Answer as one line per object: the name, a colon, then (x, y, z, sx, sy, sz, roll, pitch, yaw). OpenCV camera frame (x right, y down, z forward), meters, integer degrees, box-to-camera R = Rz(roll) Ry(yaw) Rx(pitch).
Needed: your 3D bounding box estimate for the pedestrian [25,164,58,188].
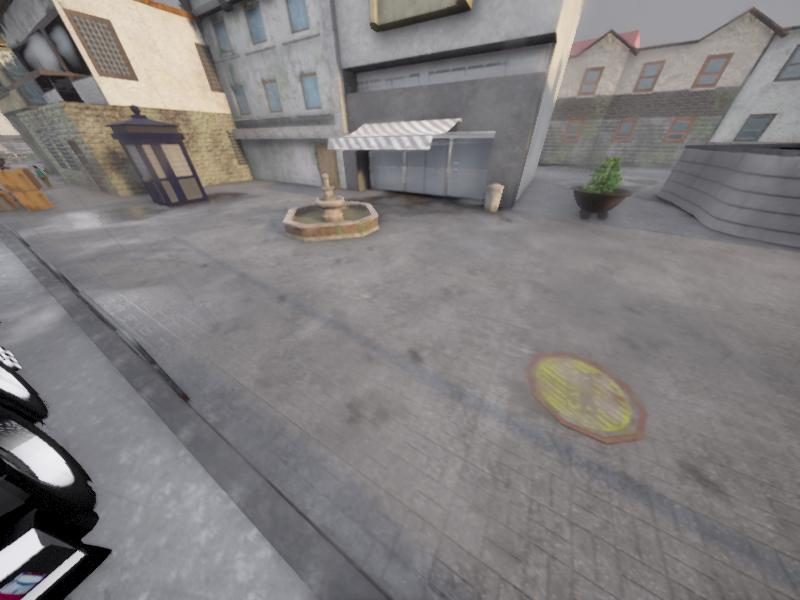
pedestrian: (-20.059, -6.933, 12.941, 0.500, 1.100, 0.500, 25, 42, 32)

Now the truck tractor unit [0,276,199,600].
truck tractor unit: (-5.129, -0.283, 0.750, 6.516, 4.208, 3.053, 18, 39, 23)
